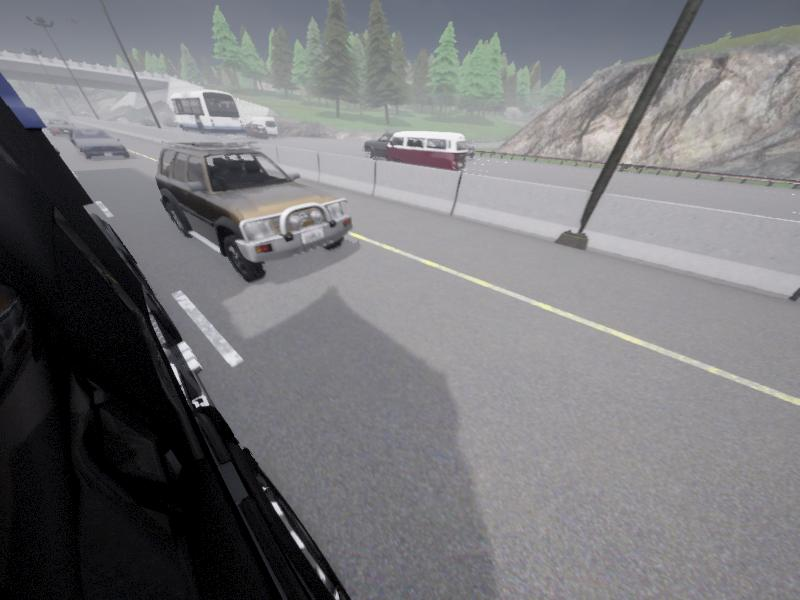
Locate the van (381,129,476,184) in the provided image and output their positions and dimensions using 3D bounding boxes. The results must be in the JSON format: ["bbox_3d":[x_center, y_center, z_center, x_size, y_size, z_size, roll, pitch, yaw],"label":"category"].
[{"bbox_3d":[1.366,-7.868,12.515,4.480,2.038,2.069,27,43,28],"label":"van"}]

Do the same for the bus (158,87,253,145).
[{"bbox_3d":[-21.469,-20.119,25.505,10.273,4.253,3.944,27,43,28],"label":"bus"}]

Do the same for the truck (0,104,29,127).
[{"bbox_3d":[-55.726,-25.963,32.572,5.204,2.467,2.627,26,43,29],"label":"truck"}]

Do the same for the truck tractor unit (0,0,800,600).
[{"bbox_3d":[-2.645,-0.295,0.351,6.516,4.208,3.053,28,44,30],"label":"truck tractor unit"}]

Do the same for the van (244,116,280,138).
[{"bbox_3d":[-22.148,-27.858,37.191,5.915,2.561,1.988,27,43,28],"label":"van"}]

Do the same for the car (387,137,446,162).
[{"bbox_3d":[1.293,-12.991,19.830,4.674,1.442,1.812,26,43,28],"label":"car"}]

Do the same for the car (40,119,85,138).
[{"bbox_3d":[-34.993,-17.804,23.948,4.181,1.385,1.994,27,43,28],"label":"car"}]

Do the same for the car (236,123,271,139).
[{"bbox_3d":[-21.021,-24.266,33.205,4.611,1.667,2.242,27,43,28],"label":"car"}]

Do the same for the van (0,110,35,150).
[{"bbox_3d":[-27.028,-11.420,15.404,4.480,2.038,2.069,27,43,28],"label":"van"}]

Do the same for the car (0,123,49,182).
[{"bbox_3d":[-16.507,-5.979,9.200,4.856,1.649,2.033,26,42,28],"label":"car"}]

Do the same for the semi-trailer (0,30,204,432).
[{"bbox_3d":[-8.811,-3.532,4.104,14.254,4.402,2.717,27,43,28],"label":"semi-trailer"}]

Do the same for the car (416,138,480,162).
[{"bbox_3d":[4.373,-14.100,21.547,5.357,1.411,2.033,27,43,28],"label":"car"}]

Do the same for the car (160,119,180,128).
[{"bbox_3d":[-51.120,-39.267,51.388,4.193,1.474,1.816,27,43,28],"label":"car"}]

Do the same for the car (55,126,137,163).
[{"bbox_3d":[-18.279,-9.438,13.873,5.357,1.411,2.033,27,43,28],"label":"car"}]

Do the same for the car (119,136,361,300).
[{"bbox_3d":[-3.177,-2.070,4.645,4.605,1.855,1.932,26,43,29],"label":"car"}]

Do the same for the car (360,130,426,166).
[{"bbox_3d":[-0.632,-11.469,17.318,4.605,1.855,1.932,27,43,28],"label":"car"}]
